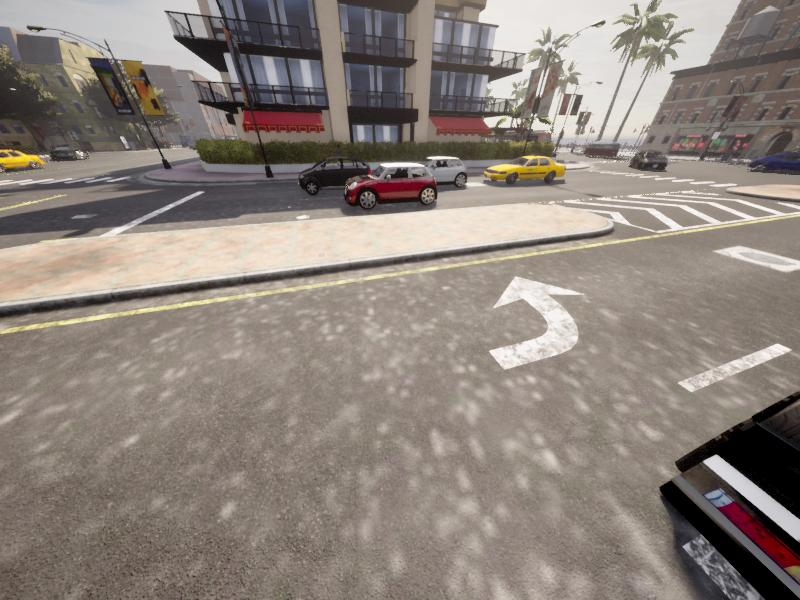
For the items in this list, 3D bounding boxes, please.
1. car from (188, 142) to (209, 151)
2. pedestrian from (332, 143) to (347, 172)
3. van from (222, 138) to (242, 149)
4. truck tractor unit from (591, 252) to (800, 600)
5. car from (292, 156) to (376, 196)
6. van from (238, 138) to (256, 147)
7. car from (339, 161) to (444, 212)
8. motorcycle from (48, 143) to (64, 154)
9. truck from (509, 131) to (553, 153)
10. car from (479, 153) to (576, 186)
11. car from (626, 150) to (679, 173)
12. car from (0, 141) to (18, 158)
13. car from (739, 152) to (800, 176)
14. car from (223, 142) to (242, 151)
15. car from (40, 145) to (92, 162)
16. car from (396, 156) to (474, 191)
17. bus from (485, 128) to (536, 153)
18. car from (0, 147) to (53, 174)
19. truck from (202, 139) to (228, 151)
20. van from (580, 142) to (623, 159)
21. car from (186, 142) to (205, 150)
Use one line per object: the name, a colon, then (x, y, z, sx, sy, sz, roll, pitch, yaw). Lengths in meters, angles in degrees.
car: (-44.329, -33.825, 50.954, 1.837, 1.490, 4.892, -10, 36, -15)
pedestrian: (-4.580, -10.810, 17.558, 0.751, 1.860, 0.751, -10, 36, -15)
van: (-45.036, -42.064, 61.967, 2.351, 2.431, 6.366, -10, 36, -15)
truck tractor unit: (5.283, -0.073, 0.453, 6.516, 4.208, 3.053, -10, 36, -14)
car: (-3.304, -6.441, 11.868, 3.705, 1.549, 1.789, -10, 36, -14)
van: (-50.808, -52.573, 77.020, 2.351, 2.431, 6.366, -5, 35, -7)
car: (-0.414, -4.821, 9.629, 3.806, 1.475, 1.970, -10, 36, -14)
motorcycle: (-57.956, -25.515, 38.885, 2.356, 1.277, 0.764, 28, 53, 34)
truck: (28.362, -34.705, 50.704, 2.891, 3.827, 8.468, -10, 36, -14)
car: (8.069, -8.448, 14.808, 5.366, 1.575, 1.801, -10, 36, -14)
car: (23.202, -12.986, 21.481, 2.007, 1.525, 4.514, 18, 38, 23)
car: (-55.523, -20.170, 30.922, 3.866, 1.878, 1.905, -8, 36, -12)
car: (32.903, -11.380, 19.315, 1.812, 1.442, 4.674, -10, 36, -14)
car: (-37.198, -34.246, 51.485, 2.033, 1.649, 4.856, -10, 36, -15)
car: (-39.546, -17.515, 27.545, 2.038, 1.542, 4.974, -23, 41, -30)
car: (1.881, -7.318, 13.232, 3.806, 1.475, 1.970, -10, 36, -14)
bus: (24.225, -35.552, 51.518, 3.944, 4.253, 10.273, -10, 36, -14)
car: (-31.601, -11.013, 18.208, 1.801, 1.575, 5.366, -10, 36, -15)
truck: (-40.758, -34.245, 51.058, 2.390, 2.098, 6.274, -10, 36, -15)
van: (30.585, -22.855, 35.308, 1.775, 1.987, 4.442, -10, 36, -14)
car: (-50.339, -38.006, 56.967, 1.812, 1.442, 4.674, -10, 36, -15)
